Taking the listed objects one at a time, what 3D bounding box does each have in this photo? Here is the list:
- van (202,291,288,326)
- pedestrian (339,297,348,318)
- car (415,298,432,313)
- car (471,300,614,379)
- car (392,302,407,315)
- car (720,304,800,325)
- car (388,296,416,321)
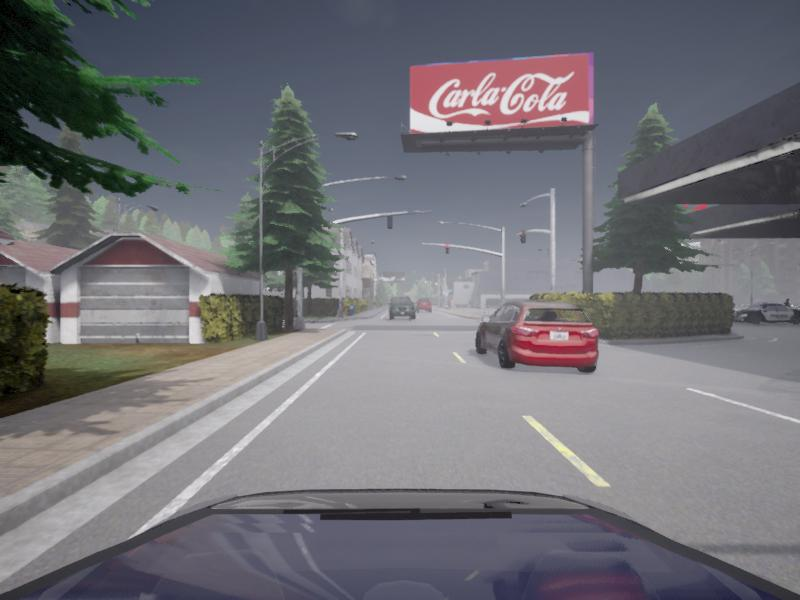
[{"bbox_3d":[-11.870,0.637,30.919,5.915,2.561,1.988,0,0,0],"label":"van"},{"bbox_3d":[-5.047,0.630,35.482,0.751,1.860,0.751,0,0,-12],"label":"pedestrian"},{"bbox_3d":[3.439,0.773,59.085,2.150,2.045,5.566,0,-1,0],"label":"car"},{"bbox_3d":[3.528,0.872,11.045,2.242,1.667,4.611,2,0,0],"label":"car"},{"bbox_3d":[-0.051,1.026,50.743,1.837,1.490,4.892,0,0,0],"label":"car"},{"bbox_3d":[27.944,1.095,30.765,4.974,1.542,2.038,0,0,0],"label":"car"},{"bbox_3d":[0.080,0.709,35.008,2.150,2.045,5.566,0,0,-3],"label":"car"}]
